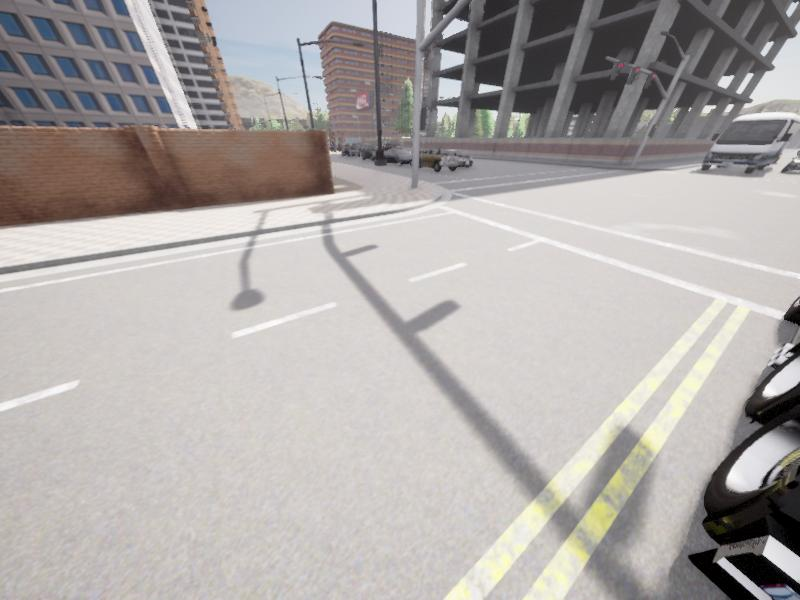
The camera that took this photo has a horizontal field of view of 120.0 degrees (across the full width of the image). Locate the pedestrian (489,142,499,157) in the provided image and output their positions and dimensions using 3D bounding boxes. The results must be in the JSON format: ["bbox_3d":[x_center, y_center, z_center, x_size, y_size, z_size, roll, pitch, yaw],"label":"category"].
[{"bbox_3d":[14.071,-22.471,34.510,0.751,1.860,0.751,-16,38,-23],"label":"pedestrian"}]

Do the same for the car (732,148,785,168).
[{"bbox_3d":[40.118,-15.969,25.854,4.611,1.667,2.242,-19,39,-26],"label":"car"}]

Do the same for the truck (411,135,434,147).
[{"bbox_3d":[8.764,-62.068,90.003,8.468,3.827,2.891,-19,39,-25],"label":"truck"}]

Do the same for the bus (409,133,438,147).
[{"bbox_3d":[8.751,-59.989,86.638,10.273,4.253,3.944,-19,39,-25],"label":"bus"}]

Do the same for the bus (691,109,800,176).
[{"bbox_3d":[32.619,-14.365,21.222,10.273,4.253,3.944,-19,39,-25],"label":"bus"}]

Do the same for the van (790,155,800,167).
[{"bbox_3d":[47.529,-16.490,26.003,6.366,2.431,2.351,-19,39,-25],"label":"van"}]

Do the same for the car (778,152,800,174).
[{"bbox_3d":[35.549,-12.008,20.220,3.705,1.549,1.789,-19,39,-25],"label":"car"}]

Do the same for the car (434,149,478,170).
[{"bbox_3d":[5.435,-14.010,22.913,1.970,1.475,3.806,-19,39,-25],"label":"car"}]

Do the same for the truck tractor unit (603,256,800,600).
[{"bbox_3d":[5.097,-0.314,0.800,6.516,4.208,3.053,-19,39,-25],"label":"truck tractor unit"}]

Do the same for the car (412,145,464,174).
[{"bbox_3d":[3.146,-12.508,20.381,1.932,1.855,4.605,-17,39,-24],"label":"car"}]
